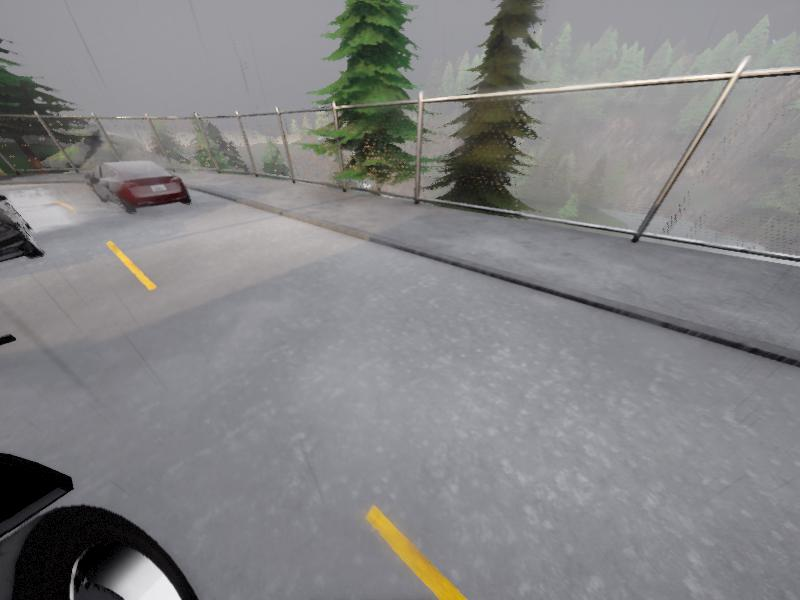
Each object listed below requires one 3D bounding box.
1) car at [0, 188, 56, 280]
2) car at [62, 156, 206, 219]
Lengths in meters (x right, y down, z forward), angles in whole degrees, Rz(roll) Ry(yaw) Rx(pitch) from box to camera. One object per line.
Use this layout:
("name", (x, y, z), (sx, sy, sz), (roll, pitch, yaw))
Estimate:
("car", (-9.887, -1.767, 4.894), (5.238, 1.638, 1.930), (22, 40, 27))
("car", (-10.229, -4.511, 8.917), (4.792, 1.488, 2.163), (20, 40, 25))
